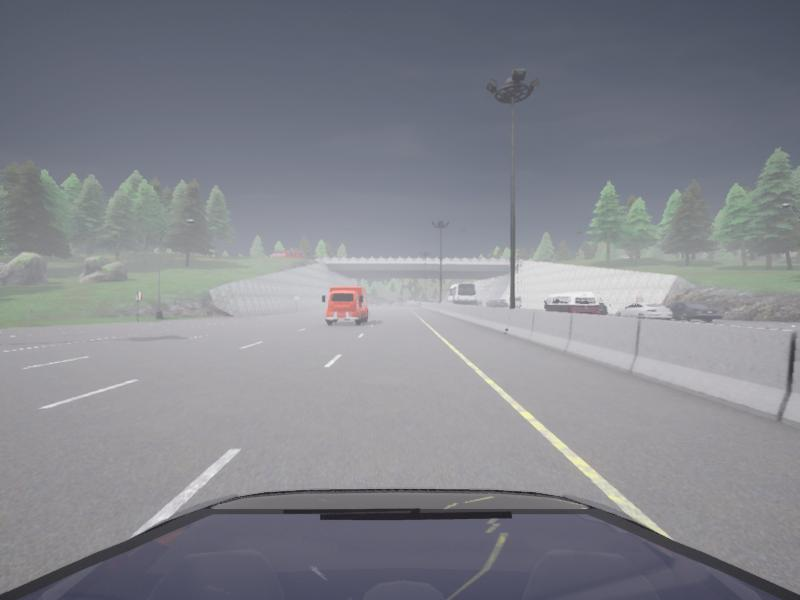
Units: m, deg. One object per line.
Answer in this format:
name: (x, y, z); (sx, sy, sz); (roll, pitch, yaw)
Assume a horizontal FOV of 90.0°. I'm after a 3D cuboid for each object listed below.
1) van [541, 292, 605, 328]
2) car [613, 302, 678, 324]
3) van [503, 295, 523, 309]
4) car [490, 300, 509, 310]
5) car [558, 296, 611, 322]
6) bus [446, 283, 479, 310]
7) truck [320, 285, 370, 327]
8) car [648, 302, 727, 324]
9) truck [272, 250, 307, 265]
van: (10.504, 0.576, 24.714); (2.069, 2.038, 4.480); (0, 0, 0)
car: (17.502, 0.875, 28.829); (1.812, 1.442, 4.674); (0, 0, 0)
van: (21.010, 0.316, 74.759); (1.988, 2.561, 5.915); (0, 0, 0)
car: (17.506, 0.797, 70.769); (2.242, 1.667, 4.611); (0, 0, 0)
car: (14.004, 0.659, 30.743); (1.932, 1.855, 4.605); (0, 0, 0)
bus: (10.385, -0.526, 67.962); (3.944, 4.253, 10.273); (0, -1, 0)
truck: (-3.495, 0.362, 26.529); (2.627, 2.467, 5.204); (0, 0, 0)
car: (21.005, 0.901, 29.620); (2.033, 1.411, 5.357); (0, 0, 0)
truck: (-29.261, -11.304, 106.386); (8.468, 3.827, 2.891); (0, 0, 0)
